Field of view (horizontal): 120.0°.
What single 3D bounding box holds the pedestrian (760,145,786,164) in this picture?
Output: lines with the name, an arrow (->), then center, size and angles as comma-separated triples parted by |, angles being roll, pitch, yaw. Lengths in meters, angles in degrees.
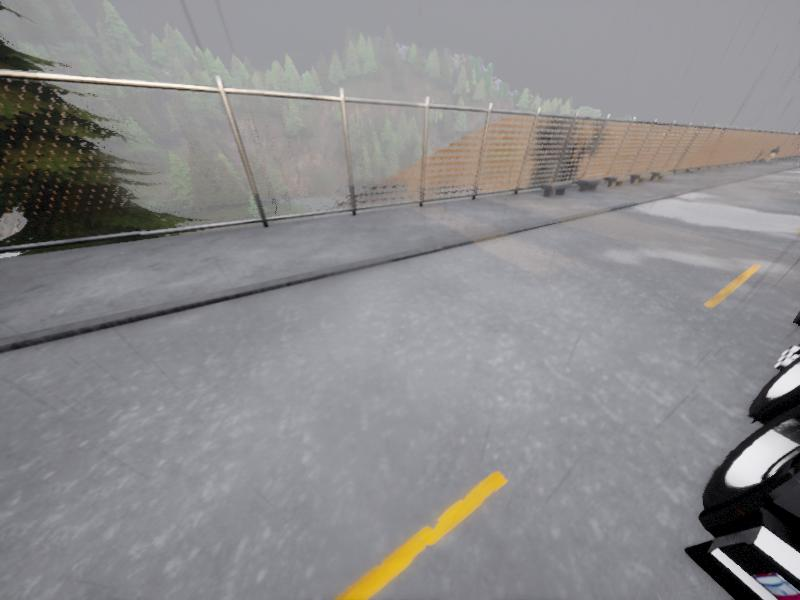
pedestrian -> 44.329, -17.325, 27.470 | 0.751, 1.860, 0.751 | -17, 38, -23

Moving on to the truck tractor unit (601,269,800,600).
truck tractor unit -> 5.119, -0.292, 0.772 | 6.516, 4.208, 3.053 | -18, 39, -24
